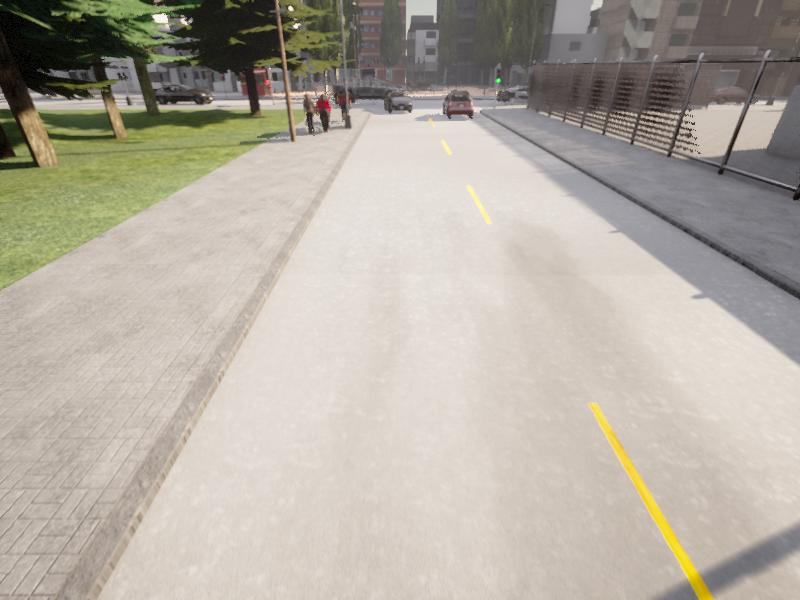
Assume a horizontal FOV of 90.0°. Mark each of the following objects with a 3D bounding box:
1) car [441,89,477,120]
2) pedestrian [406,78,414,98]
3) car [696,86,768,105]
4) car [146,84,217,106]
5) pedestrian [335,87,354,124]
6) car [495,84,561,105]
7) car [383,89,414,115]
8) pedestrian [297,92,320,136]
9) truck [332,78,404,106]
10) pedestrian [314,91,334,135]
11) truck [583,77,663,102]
[{"bbox_3d":[4.005,-13.604,27.725,1.851,1.617,3.988,0,30,0],"label":"car"},{"bbox_3d":[1.056,-22.934,43.198,0.751,1.860,0.751,7,31,12],"label":"pedestrian"},{"bbox_3d":[30.258,-18.655,36.537,4.674,1.442,1.812,0,30,0],"label":"car"},{"bbox_3d":[-19.786,-18.717,36.469,5.027,1.651,2.152,0,30,0],"label":"car"},{"bbox_3d":[-3.219,-11.313,23.297,0.751,1.860,0.751,6,31,10],"label":"pedestrian"},{"bbox_3d":[11.618,-18.833,36.647,5.238,1.638,1.930,-2,30,-4],"label":"car"},{"bbox_3d":[-0.151,-15.196,30.583,1.816,1.474,4.193,-4,30,-7],"label":"car"},{"bbox_3d":[-4.356,-8.905,19.172,0.751,1.860,0.751,1,30,1],"label":"pedestrian"},{"bbox_3d":[-2.765,-18.927,36.357,6.274,2.098,2.390,0,30,0],"label":"truck"},{"bbox_3d":[-3.674,-9.088,19.484,0.751,1.860,0.751,-3,30,-5],"label":"pedestrian"},{"bbox_3d":[22.040,-20.965,39.845,6.274,2.098,2.390,0,30,0],"label":"truck"}]
